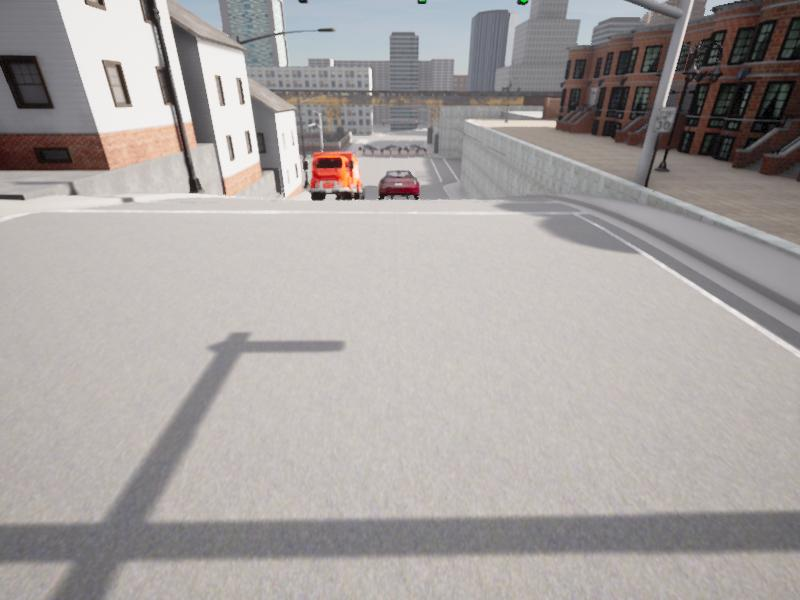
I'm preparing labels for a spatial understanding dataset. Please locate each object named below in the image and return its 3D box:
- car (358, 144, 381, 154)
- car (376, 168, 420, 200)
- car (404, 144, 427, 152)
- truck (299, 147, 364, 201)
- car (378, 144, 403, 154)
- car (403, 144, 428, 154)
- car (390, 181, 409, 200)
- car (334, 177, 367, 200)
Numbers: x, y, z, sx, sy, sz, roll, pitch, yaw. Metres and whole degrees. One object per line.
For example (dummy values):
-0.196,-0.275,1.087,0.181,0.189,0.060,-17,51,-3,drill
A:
-6.618,-32.427,85.779,4.974,1.542,2.038,24,35,38,car
-0.053,-5.858,20.423,1.994,1.385,4.181,-1,14,1,car
3.317,-32.895,86.381,4.536,1.218,1.853,14,30,26,car
-3.555,-6.825,22.227,2.627,2.467,5.204,-1,14,0,truck
-2.010,-32.409,85.760,4.974,1.542,2.038,-18,32,-32,car
3.362,-32.743,86.431,4.974,1.542,2.038,14,30,26,car
-0.024,-11.809,42.795,1.932,1.855,4.605,0,17,1,car
-3.519,-8.055,29.134,1.816,1.474,4.193,0,14,0,car
